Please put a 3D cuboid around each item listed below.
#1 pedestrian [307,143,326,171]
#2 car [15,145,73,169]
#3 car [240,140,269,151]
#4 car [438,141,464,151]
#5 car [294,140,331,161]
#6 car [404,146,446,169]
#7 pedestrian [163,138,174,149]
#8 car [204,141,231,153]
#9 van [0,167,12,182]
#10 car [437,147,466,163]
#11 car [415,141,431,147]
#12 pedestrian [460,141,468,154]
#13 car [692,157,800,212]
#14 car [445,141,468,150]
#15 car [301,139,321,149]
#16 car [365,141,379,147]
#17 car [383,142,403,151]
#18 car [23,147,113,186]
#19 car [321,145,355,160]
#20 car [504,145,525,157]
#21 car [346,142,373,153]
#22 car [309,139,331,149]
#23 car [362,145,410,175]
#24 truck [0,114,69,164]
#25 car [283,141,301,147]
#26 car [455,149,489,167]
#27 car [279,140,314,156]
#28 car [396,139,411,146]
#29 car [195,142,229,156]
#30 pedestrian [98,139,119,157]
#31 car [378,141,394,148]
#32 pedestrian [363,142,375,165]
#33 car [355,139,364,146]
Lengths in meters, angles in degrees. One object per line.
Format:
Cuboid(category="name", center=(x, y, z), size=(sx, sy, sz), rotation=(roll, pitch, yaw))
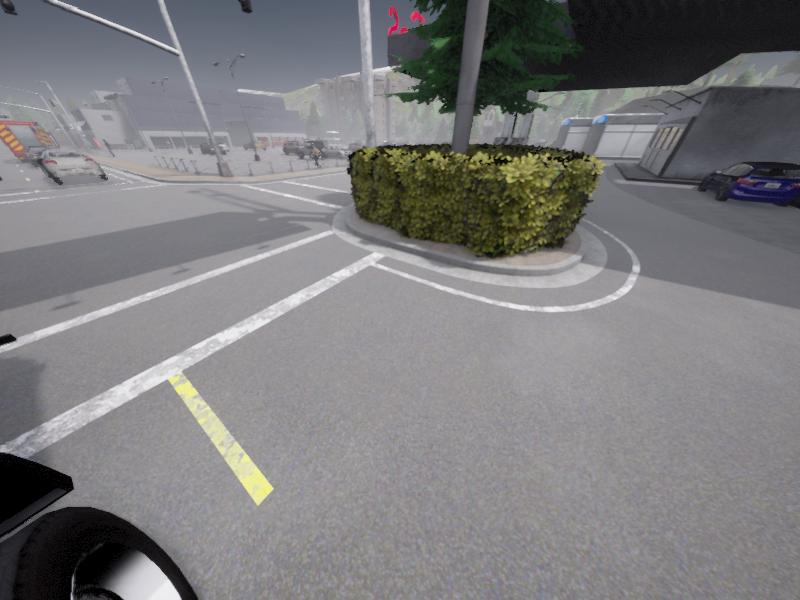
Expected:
Cuboid(category="pedestrian", center=(-6.707, -11.489, 18.584), size=(0.751, 1.860, 0.751), rotation=(21, 40, 27))
Cuboid(category="car", center=(-31.603, -12.788, 20.508), size=(4.974, 1.542, 2.038), rotation=(22, 41, 28))
Cuboid(category="car", center=(-27.399, -29.109, 43.466), size=(5.027, 1.636, 2.152), rotation=(22, 41, 28))
Cuboid(category="car", center=(11.586, -35.064, 52.505), size=(5.027, 1.636, 2.152), rotation=(22, 41, 28))
Cuboid(category="car", center=(-10.348, -17.766, 27.356), size=(3.866, 1.878, 1.905), rotation=(22, 41, 28))
Cuboid(category="car", center=(2.654, -14.783, 23.835), size=(2.033, 1.649, 4.856), rotation=(22, 41, 28))
Cuboid(category="pedestrian", center=(-49.593, -33.515, 49.511), size=(0.751, 1.860, 0.751), rotation=(23, 41, 29))
Cuboid(category="car", center=(-30.801, -25.917, 39.047), size=(3.806, 1.475, 1.970), rotation=(22, 41, 28))
Cuboid(category="van", center=(-25.685, -8.094, 13.446), size=(4.480, 2.038, 2.069), rotation=(19, 39, 24))
Cuboid(category="car", center=(6.296, -17.685, 28.113), size=(1.970, 1.475, 3.806), rotation=(22, 41, 28))
Cuboid(category="car", center=(7.514, -51.058, 75.485), size=(4.792, 1.488, 2.163), rotation=(22, 40, 27))
Cuboid(category="pedestrian", center=(11.014, -26.236, 39.644), size=(0.751, 1.860, 0.751), rotation=(-28, 44, -34))
Cuboid(category="car", center=(17.240, -5.894, 11.404), size=(2.242, 1.667, 4.611), rotation=(22, 41, 28))
Cuboid(category="car", center=(13.335, -36.550, 54.643), size=(4.514, 1.523, 2.007), rotation=(22, 41, 28))
Cuboid(category="car", center=(-20.088, -35.195, 52.022), size=(3.866, 1.878, 1.905), rotation=(22, 41, 28))
Cuboid(category="car", center=(-8.035, -45.159, 66.767), size=(3.633, 1.501, 1.845), rotation=(22, 41, 28))
Cuboid(category="car", center=(-1.481, -32.044, 48.105), size=(3.633, 1.501, 1.845), rotation=(22, 41, 28))
Cuboid(category="car", center=(-20.307, -8.294, 14.132), size=(5.027, 1.651, 2.152), rotation=(22, 40, 28))
Cuboid(category="car", center=(-7.948, -18.896, 29.470), size=(3.806, 1.475, 1.970), rotation=(22, 41, 28))
Cuboid(category="car", center=(18.444, -24.069, 37.262), size=(1.816, 1.474, 4.193), rotation=(22, 41, 28))
Cuboid(category="car", center=(-7.226, -27.371, 41.395), size=(4.514, 1.523, 2.007), rotation=(22, 41, 28))
Cuboid(category="car", center=(-18.766, -36.683, 54.179), size=(4.605, 1.855, 1.932), rotation=(22, 41, 28))
Cuboid(category="car", center=(-1.065, -11.866, 19.440), size=(1.905, 1.878, 3.866), rotation=(22, 41, 28))
Cuboid(category="truck", center=(-38.899, -16.700, 24.017), size=(8.468, 3.827, 2.891), rotation=(22, 41, 28))
Cuboid(category="car", center=(-30.528, -44.055, 65.249), size=(1.816, 1.474, 4.193), rotation=(22, 41, 28))
Cuboid(category="car", center=(7.847, -15.403, 24.979), size=(1.994, 1.385, 4.181), rotation=(22, 41, 28))
Cuboid(category="car", center=(-14.927, -21.908, 33.237), size=(4.605, 1.855, 1.932), rotation=(22, 41, 28))
Cuboid(category="car", center=(1.182, -53.730, 78.886), size=(4.605, 1.855, 1.932), rotation=(22, 40, 27))
Cuboid(category="car", center=(-27.110, -21.799, 33.343), size=(4.514, 1.523, 2.007), rotation=(22, 41, 28))
Cuboid(category="pedestrian", center=(-35.163, -18.358, 27.889), size=(0.751, 1.860, 0.751), rotation=(24, 41, 29))
Cuboid(category="car", center=(-3.648, -41.284, 61.318), size=(3.806, 1.475, 1.970), rotation=(22, 41, 28))
Cuboid(category="pedestrian", center=(-3.019, -14.520, 22.913), size=(0.751, 1.860, 0.751), rotation=(22, 40, 27))
Cuboid(category="car", center=(-14.145, -55.359, 81.068), size=(1.905, 1.878, 3.866), rotation=(5, 35, 7))
